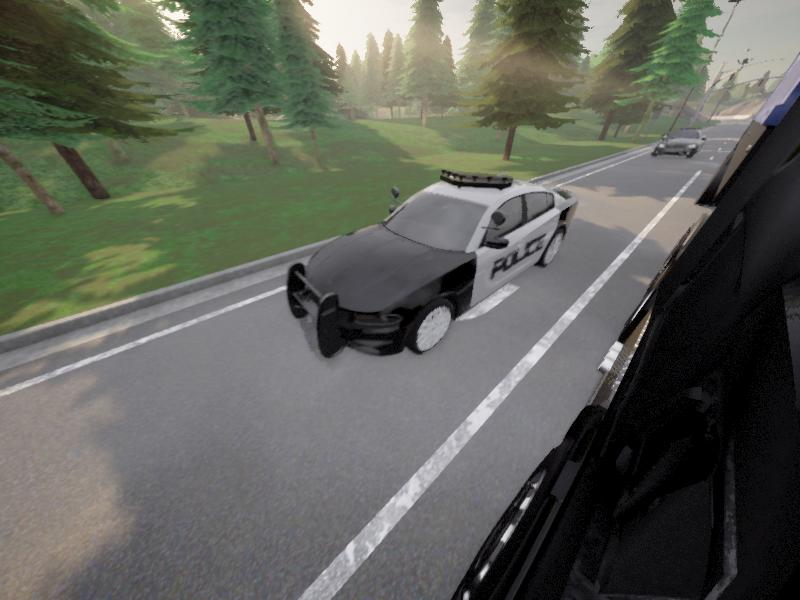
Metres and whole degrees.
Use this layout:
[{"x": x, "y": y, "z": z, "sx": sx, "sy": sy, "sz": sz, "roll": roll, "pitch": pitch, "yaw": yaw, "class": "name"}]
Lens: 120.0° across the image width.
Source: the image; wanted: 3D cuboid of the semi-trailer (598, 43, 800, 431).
[{"x": 8.702, "y": -3.578, "z": 4.260, "sx": 14.254, "sy": 4.402, "sz": 2.717, "roll": -28, "pitch": 44, "yaw": -30, "class": "semi-trailer"}]

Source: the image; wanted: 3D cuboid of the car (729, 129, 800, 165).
[{"x": 20.985, "y": -8.839, "z": 13.197, "sx": 4.181, "sy": 1.385, "sz": 1.994, "roll": -28, "pitch": 44, "yaw": -30, "class": "car"}]

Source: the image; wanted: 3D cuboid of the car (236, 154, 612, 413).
[{"x": 0.926, "y": -1.061, "z": 3.628, "sx": 5.238, "sy": 1.638, "sz": 1.930, "roll": -28, "pitch": 44, "yaw": -30, "class": "car"}]

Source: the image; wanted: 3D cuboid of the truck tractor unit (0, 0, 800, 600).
[{"x": 2.645, "y": -0.295, "z": 0.351, "sx": 6.516, "sy": 4.208, "sz": 3.053, "roll": -28, "pitch": 44, "yaw": -30, "class": "truck tractor unit"}]

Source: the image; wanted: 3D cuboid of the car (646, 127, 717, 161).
[{"x": 18.690, "y": -10.432, "z": 15.309, "sx": 4.974, "sy": 1.542, "sz": 2.038, "roll": -28, "pitch": 44, "yaw": -30, "class": "car"}]
